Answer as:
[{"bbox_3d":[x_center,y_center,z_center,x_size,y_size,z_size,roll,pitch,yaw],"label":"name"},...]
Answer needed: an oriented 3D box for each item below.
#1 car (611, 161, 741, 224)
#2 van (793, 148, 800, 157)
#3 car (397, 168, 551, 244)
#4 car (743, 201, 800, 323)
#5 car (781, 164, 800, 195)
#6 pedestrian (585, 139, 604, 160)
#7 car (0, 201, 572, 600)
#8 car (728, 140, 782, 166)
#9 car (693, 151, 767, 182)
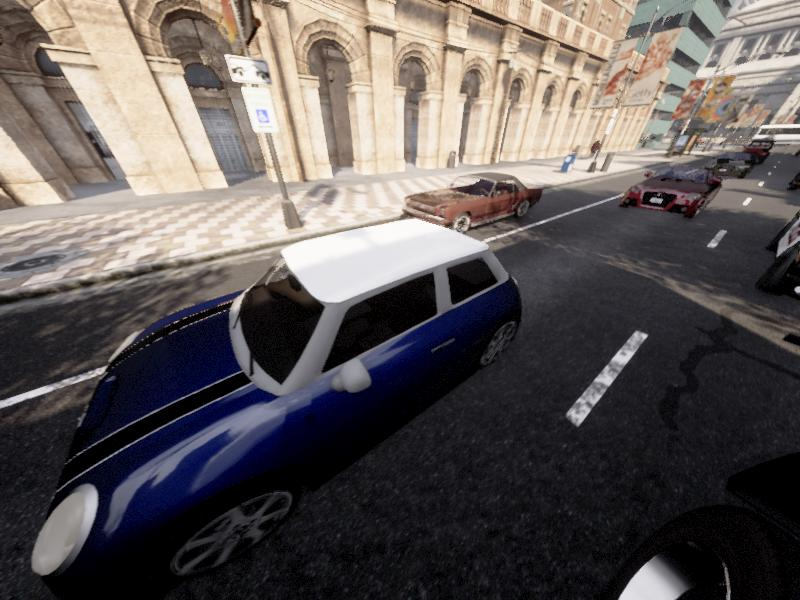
[{"bbox_3d":[10.049,-4.084,8.432,4.181,1.385,1.994,-22,41,-28],"label":"car"},{"bbox_3d":[52.023,-19.398,28.791,5.915,2.561,1.988,-22,41,-28],"label":"van"},{"bbox_3d":[2.377,-3.192,7.281,4.718,1.301,1.895,-23,41,-28],"label":"car"},{"bbox_3d":[8.158,-0.896,3.790,4.974,1.542,2.038,-22,41,-28],"label":"car"},{"bbox_3d":[20.875,-6.087,11.160,5.357,1.411,2.033,-22,41,-28],"label":"car"},{"bbox_3d":[20.629,-16.024,24.544,0.751,1.860,0.751,-25,42,-31],"label":"pedestrian"},{"bbox_3d":[-0.539,0.233,2.301,3.806,1.475,1.970,-22,41,-28],"label":"car"},{"bbox_3d":[33.314,-13.887,21.689,3.866,1.878,1.905,-22,41,-28],"label":"car"},{"bbox_3d":[21.359,-8.746,14.949,4.181,1.385,1.994,-22,41,-28],"label":"car"}]
